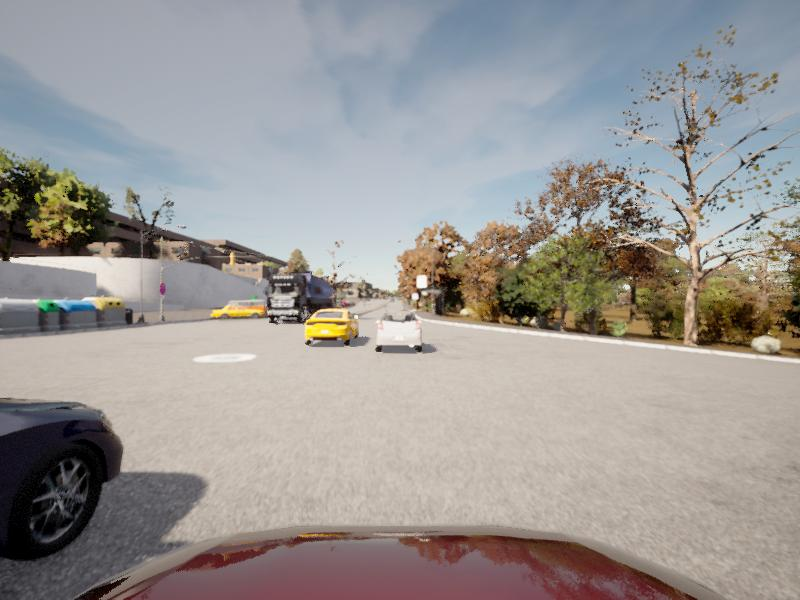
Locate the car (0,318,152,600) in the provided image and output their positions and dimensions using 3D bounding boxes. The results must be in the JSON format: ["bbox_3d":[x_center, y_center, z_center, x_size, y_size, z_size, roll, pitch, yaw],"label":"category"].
[{"bbox_3d":[-3.004,0.860,1.279,1.816,1.474,4.193,0,-1,0],"label":"car"}]

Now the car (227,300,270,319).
[{"bbox_3d":[-16.977,1.010,44.957,4.442,1.987,1.878,-1,0,-20],"label":"car"}]

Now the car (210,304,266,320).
[{"bbox_3d":[-16.899,1.226,41.998,5.366,1.575,1.946,-1,0,-20],"label":"car"}]

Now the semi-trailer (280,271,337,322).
[{"bbox_3d":[-9.013,-0.276,41.708,2.717,4.402,14.254,0,0,0],"label":"semi-trailer"}]

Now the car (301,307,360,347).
[{"bbox_3d":[-3.055,1.154,18.676,1.882,1.535,5.008,0,0,0],"label":"car"}]

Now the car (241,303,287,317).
[{"bbox_3d":[-17.274,1.249,50.812,5.366,1.575,1.946,-1,0,-20],"label":"car"}]

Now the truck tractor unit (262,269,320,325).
[{"bbox_3d":[-8.989,-0.196,33.793,3.053,4.208,6.516,-1,0,0],"label":"truck tractor unit"}]

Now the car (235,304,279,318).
[{"bbox_3d":[-17.117,1.273,47.883,4.792,1.488,2.163,-1,0,-20],"label":"car"}]

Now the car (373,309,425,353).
[{"bbox_3d":[-0.041,1.142,15.881,1.845,1.501,3.633,0,-1,0],"label":"car"}]
